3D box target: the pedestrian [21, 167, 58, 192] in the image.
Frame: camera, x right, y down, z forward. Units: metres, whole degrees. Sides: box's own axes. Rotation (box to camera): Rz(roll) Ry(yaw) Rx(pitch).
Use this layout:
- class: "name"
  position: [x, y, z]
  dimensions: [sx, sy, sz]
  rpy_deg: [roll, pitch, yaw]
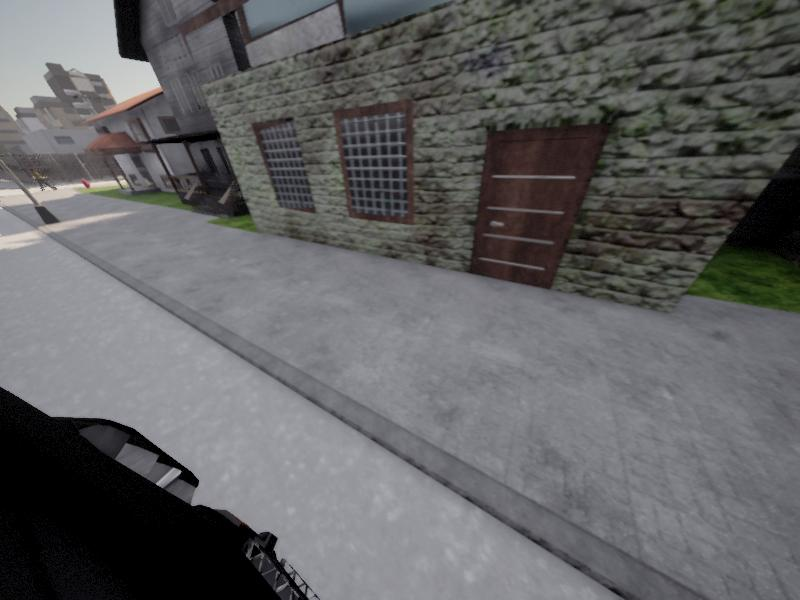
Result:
- class: "pedestrian"
  position: [-31.271, -10.457, 20.080]
  dimensions: [0.751, 1.860, 0.751]
  rpy_deg: [10, 36, 19]
